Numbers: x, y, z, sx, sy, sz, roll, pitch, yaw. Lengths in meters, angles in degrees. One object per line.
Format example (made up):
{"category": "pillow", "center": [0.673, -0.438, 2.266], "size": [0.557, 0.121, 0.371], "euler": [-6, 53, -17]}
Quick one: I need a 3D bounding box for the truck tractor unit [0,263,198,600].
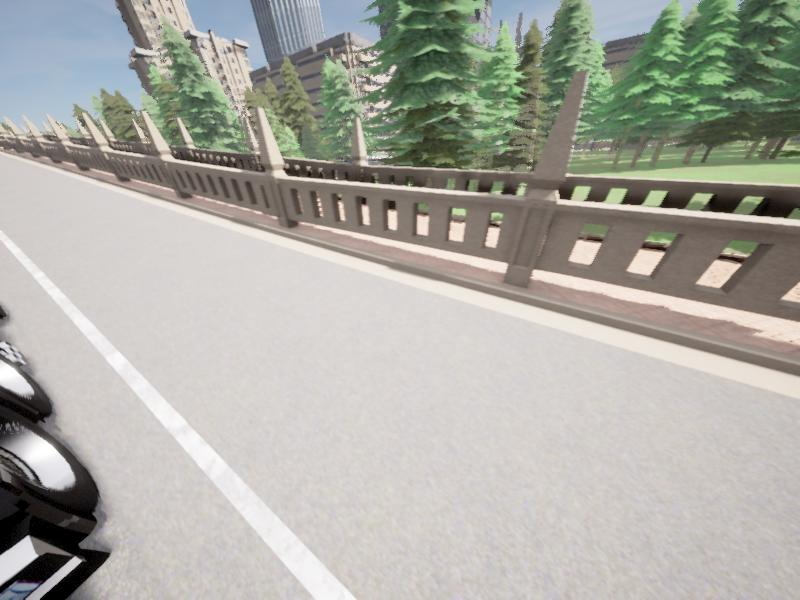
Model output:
{"category": "truck tractor unit", "center": [-5.101, -0.315, 0.750], "size": [6.516, 4.208, 3.053], "euler": [19, 40, 24]}
